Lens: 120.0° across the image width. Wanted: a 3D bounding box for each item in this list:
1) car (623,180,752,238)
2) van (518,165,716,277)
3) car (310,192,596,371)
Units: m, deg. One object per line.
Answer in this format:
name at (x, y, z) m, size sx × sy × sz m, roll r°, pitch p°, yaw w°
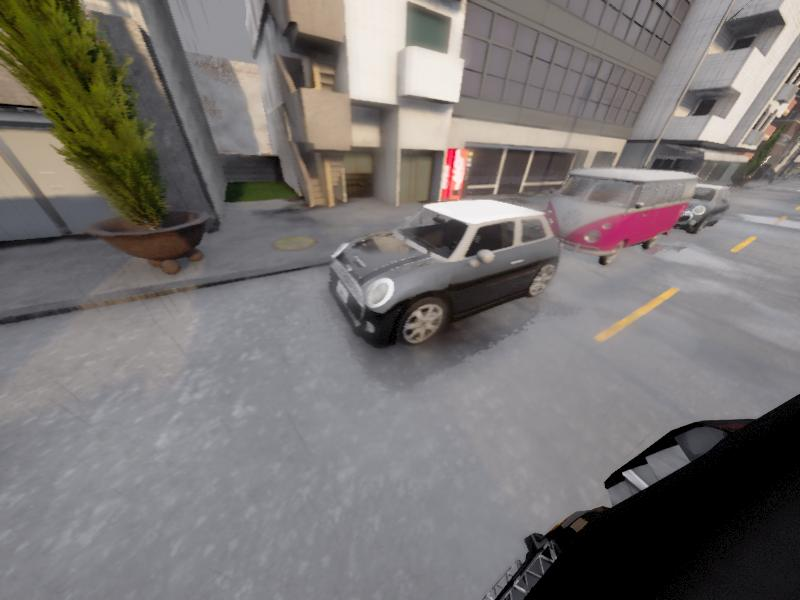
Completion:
car at (11.109, -3.677, 8.994) m, size 3.806 × 1.475 × 1.970 m, roll -16°, pitch 38°, yaw -26°
van at (5.621, -2.320, 6.080) m, size 4.442 × 1.987 × 1.775 m, roll -16°, pitch 38°, yaw -26°
car at (0.838, -0.745, 3.812) m, size 3.806 × 1.475 × 1.970 m, roll -16°, pitch 38°, yaw -26°
